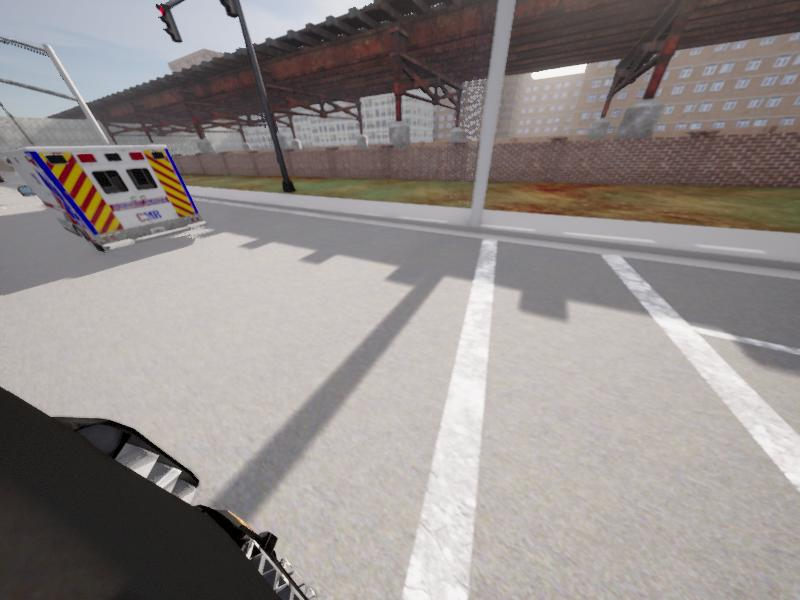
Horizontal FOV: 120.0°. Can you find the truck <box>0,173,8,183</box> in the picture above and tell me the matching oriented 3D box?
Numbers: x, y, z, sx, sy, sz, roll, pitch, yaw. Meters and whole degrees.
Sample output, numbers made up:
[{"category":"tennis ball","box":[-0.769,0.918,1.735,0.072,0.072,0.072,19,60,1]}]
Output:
[{"category":"truck","box":[-56.055,-17.468,30.110,8.468,3.827,2.891,16,38,25]}]

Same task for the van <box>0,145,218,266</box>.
[{"category":"van","box":[-9.183,-3.238,7.206,6.366,2.431,2.351,16,38,26]}]
